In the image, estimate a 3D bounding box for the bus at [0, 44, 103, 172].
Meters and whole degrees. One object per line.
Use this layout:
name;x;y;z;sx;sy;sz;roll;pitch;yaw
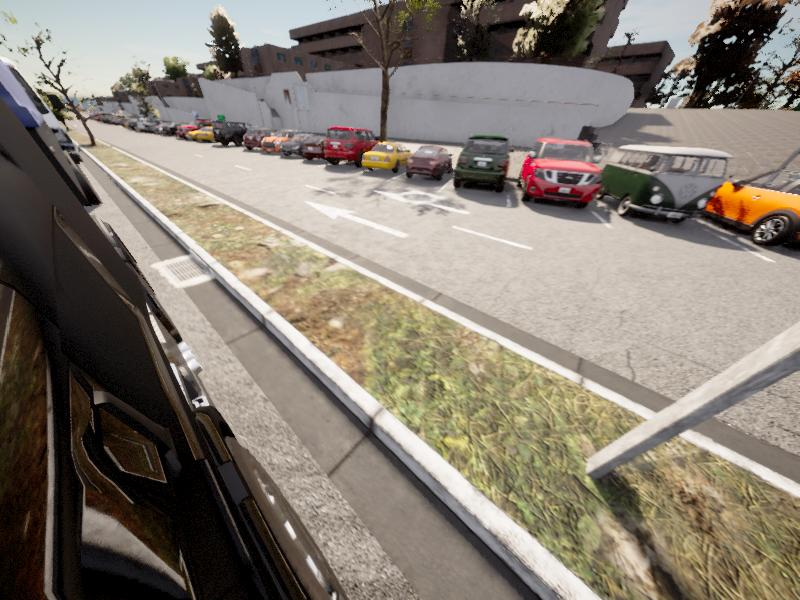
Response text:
bus;-20.715;-9.907;12.121;10.273;4.253;3.944;27;43;29

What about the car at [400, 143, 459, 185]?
car;1.751;-7.612;12.695;2.002;1.452;4.674;14;37;15

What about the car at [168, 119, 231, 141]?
car;-25.977;-22.288;30.350;2.435;2.045;5.566;14;37;14

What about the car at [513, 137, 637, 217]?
car;6.378;-5.390;9.512;2.435;2.045;5.566;14;38;14

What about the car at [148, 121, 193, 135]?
car;-37.530;-28.185;37.946;2.185;1.767;4.553;14;37;14

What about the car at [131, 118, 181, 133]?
car;-44.472;-31.895;42.336;2.435;2.045;5.566;14;37;14

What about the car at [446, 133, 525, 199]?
car;4.084;-6.646;11.055;2.435;2.045;5.566;14;38;15

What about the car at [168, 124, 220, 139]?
car;-28.303;-23.254;32.010;2.163;1.488;4.792;14;37;14

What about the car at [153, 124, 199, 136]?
car;-35.234;-26.840;36.528;2.002;1.452;4.674;14;37;14

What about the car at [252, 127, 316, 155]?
car;-9.779;-13.820;20.045;2.185;1.767;4.553;14;37;14

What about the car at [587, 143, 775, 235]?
car;8.644;-4.095;7.956;1.878;1.987;4.442;14;38;14

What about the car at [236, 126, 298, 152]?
car;-12.119;-14.993;21.482;2.185;1.767;4.553;13;37;14

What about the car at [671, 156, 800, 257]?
car;10.952;-2.825;6.564;2.185;1.767;4.553;14;38;15

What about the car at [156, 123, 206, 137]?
car;-32.927;-25.675;35.004;2.097;1.535;5.008;13;37;15

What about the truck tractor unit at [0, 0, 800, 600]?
truck tractor unit;-2.645;-0.295;0.352;6.516;4.208;3.053;28;44;30

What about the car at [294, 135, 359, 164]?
car;-5.171;-11.278;17.170;2.163;1.488;4.792;14;37;14

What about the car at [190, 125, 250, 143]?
car;-21.300;-19.816;27.677;1.946;1.575;5.366;13;37;15

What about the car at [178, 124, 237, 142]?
car;-23.730;-20.808;28.880;1.946;1.575;5.366;14;37;14

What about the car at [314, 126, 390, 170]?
car;-2.846;-10.293;15.520;2.435;2.045;5.566;14;37;14

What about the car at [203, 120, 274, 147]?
car;-16.722;-17.534;24.430;2.435;2.045;5.566;13;37;15

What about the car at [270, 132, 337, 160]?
car;-7.480;-12.495;18.616;2.231;1.521;4.892;14;38;14

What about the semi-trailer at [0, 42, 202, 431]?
semi-trailer;-8.720;-3.583;4.216;14.254;4.402;2.717;28;44;30

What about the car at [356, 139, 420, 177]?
car;-0.491;-8.965;14.303;1.946;1.575;5.366;14;37;14
